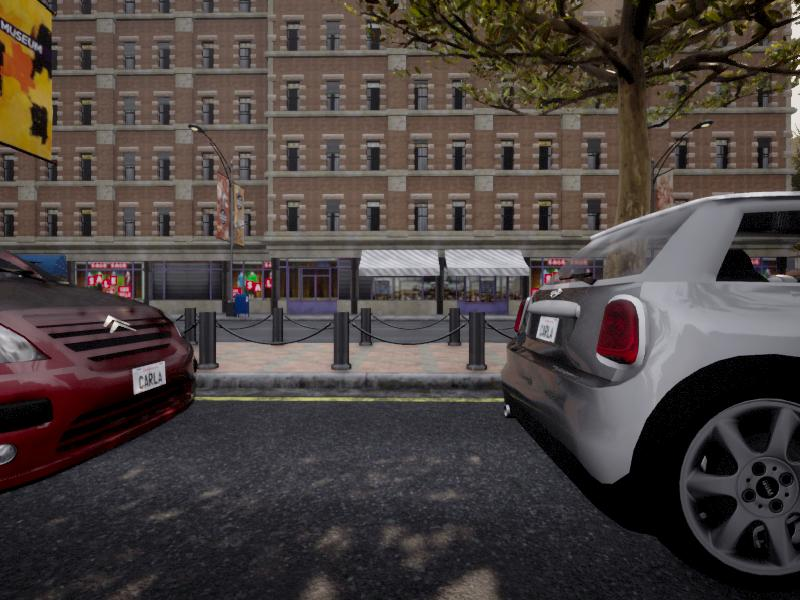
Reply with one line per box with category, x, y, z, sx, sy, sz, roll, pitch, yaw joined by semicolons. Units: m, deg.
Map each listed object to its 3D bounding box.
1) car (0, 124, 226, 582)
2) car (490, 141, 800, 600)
car;-3.390;0.188;2.287;3.988;1.617;1.851;0;0;1
car;2.600;0.253;2.173;3.806;1.475;1.970;0;0;1
